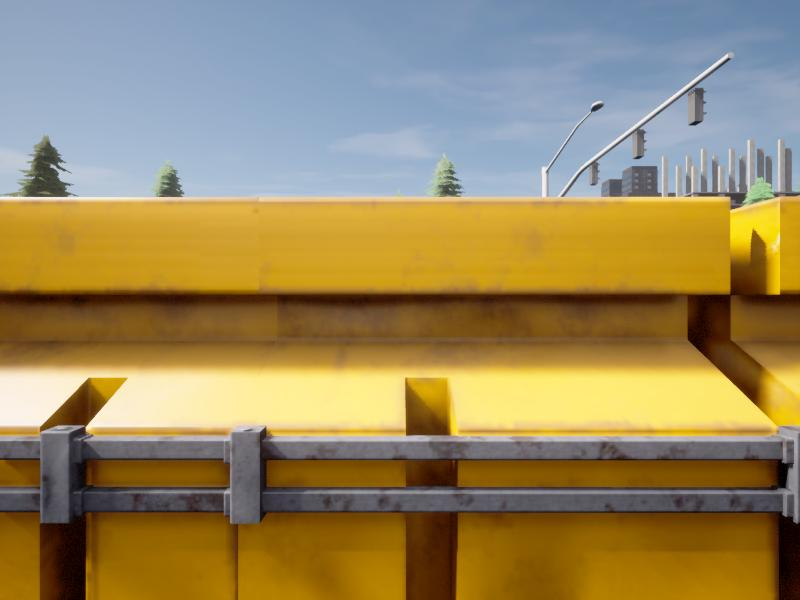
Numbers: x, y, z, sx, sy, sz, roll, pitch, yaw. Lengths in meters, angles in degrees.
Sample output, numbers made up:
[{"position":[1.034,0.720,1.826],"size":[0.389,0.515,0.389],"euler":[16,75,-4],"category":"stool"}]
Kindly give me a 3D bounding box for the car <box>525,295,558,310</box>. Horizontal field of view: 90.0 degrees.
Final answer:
[{"position":[15.445,0.222,44.060],"size":[2.038,1.542,4.974],"euler":[0,0,2],"category":"car"}]

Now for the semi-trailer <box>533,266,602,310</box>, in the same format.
[{"position":[19.115,-1.221,47.057],"size":[2.717,4.402,14.254],"euler":[0,0,2],"category":"semi-trailer"}]

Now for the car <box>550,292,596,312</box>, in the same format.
[{"position":[15.170,0.168,35.364],"size":[1.930,1.638,5.238],"euler":[0,0,2],"category":"car"}]

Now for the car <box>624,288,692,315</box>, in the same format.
[{"position":[18.474,0.091,28.975],"size":[2.097,1.767,4.553],"euler":[0,0,2],"category":"car"}]

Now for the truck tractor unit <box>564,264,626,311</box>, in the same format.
[{"position":[18.799,-1.119,39.152],"size":[3.053,4.208,6.516],"euler":[0,0,2],"category":"truck tractor unit"}]

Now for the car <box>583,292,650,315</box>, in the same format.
[{"position":[14.937,0.233,27.992],"size":[2.128,1.511,4.902],"euler":[0,0,2],"category":"car"}]
